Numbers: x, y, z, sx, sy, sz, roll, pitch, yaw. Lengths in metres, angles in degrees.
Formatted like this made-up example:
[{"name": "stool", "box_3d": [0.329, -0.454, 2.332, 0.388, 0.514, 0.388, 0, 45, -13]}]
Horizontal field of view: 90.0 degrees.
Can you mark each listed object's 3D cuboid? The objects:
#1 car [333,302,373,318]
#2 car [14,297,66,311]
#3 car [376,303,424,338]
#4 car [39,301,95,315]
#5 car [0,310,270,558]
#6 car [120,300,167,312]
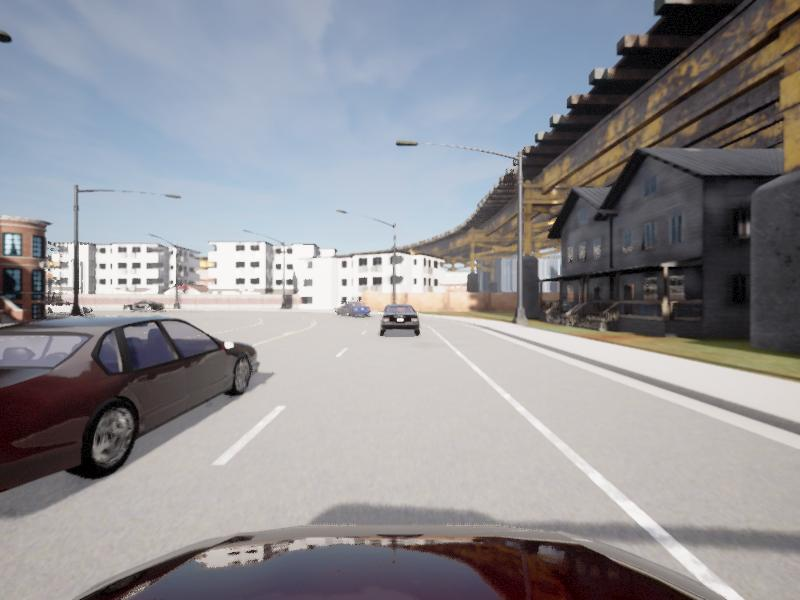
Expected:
[{"name": "car", "box_3d": [-4.634, 0.899, 38.682, 2.033, 1.411, 5.357, 0, 0, -29]}, {"name": "car", "box_3d": [-51.899, 0.579, 57.721, 5.566, 2.045, 2.150, 0, 0, 1]}, {"name": "car", "box_3d": [-0.062, 0.897, 19.557, 2.033, 1.411, 5.357, 0, 0, -2]}, {"name": "car", "box_3d": [-35.751, 0.875, 43.033, 4.674, 1.442, 1.812, 0, 0, 4]}, {"name": "car", "box_3d": [-3.498, 0.895, 4.981, 2.033, 1.411, 5.357, 0, 0, 0]}, {"name": "car", "box_3d": [-34.302, 0.777, 53.497, 5.238, 1.638, 1.930, 0, 0, 5]}]
